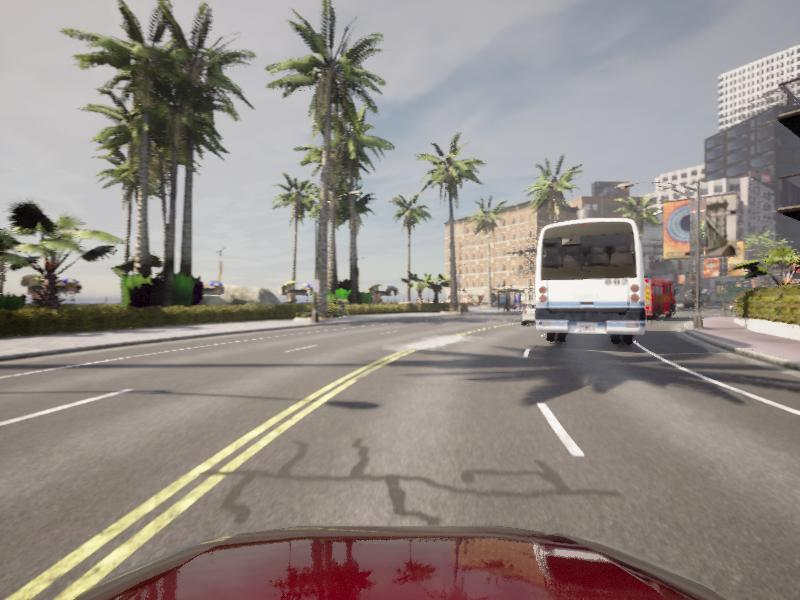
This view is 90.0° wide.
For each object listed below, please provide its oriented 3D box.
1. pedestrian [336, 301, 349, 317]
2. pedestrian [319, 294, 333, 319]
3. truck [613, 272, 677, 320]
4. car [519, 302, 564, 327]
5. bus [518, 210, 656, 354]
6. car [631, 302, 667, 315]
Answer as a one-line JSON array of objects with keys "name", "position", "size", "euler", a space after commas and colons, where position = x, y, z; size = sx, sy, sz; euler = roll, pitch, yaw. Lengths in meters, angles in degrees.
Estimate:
[{"name": "pedestrian", "position": [-4.786, 0.764, 33.437], "size": [0.751, 1.300, 0.751], "euler": [0, 0, 31]}, {"name": "pedestrian", "position": [-5.735, 0.482, 31.061], "size": [0.751, 1.860, 0.751], "euler": [0, 0, 41]}, {"name": "truck", "position": [22.081, -0.287, 35.799], "size": [8.468, 3.827, 2.891], "euler": [0, 0, -44]}, {"name": "car", "position": [9.256, 0.869, 25.931], "size": [1.970, 1.475, 3.806], "euler": [0, 0, 32]}, {"name": "bus", "position": [8.018, -0.519, 17.357], "size": [3.944, 4.253, 10.273], "euler": [0, 0, 25]}, {"name": "car", "position": [27.993, 0.950, 44.969], "size": [4.181, 1.385, 1.994], "euler": [0, 0, -36]}]
